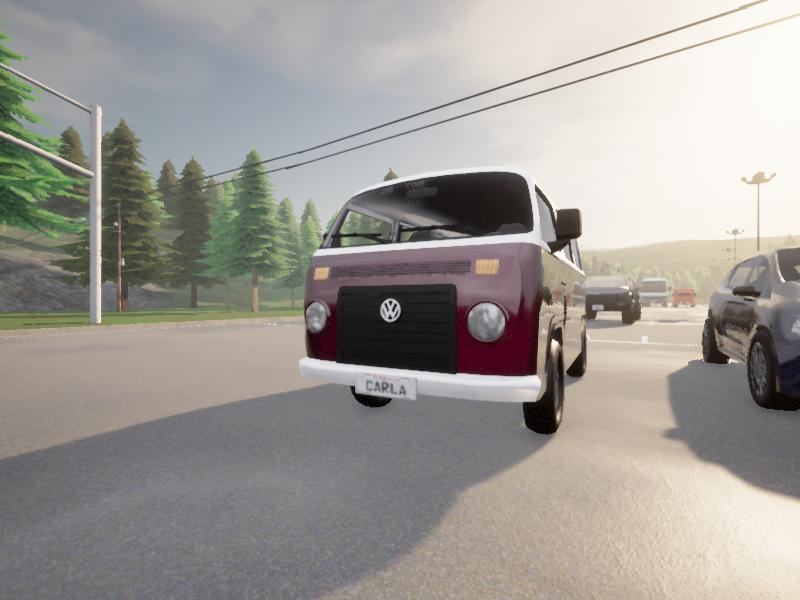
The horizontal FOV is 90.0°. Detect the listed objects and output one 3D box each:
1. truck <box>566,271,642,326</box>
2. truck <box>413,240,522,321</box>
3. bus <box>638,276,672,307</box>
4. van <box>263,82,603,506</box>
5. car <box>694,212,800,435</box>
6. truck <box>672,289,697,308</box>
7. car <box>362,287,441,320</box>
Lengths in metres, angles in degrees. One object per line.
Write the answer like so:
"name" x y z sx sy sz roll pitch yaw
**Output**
"truck" 9.577 -0.058 18.426 2.390 2.098 6.274 0 0 34
"truck" 4.276 -0.920 23.072 2.891 3.827 8.468 0 0 34
"bus" 38.711 -1.138 60.506 3.944 4.253 10.273 0 0 35
"van" 0.986 -0.028 4.387 2.069 2.038 4.480 0 0 29
"car" 5.017 0.152 4.494 2.242 1.667 4.611 0 1 30
"truck" 37.821 -0.256 53.259 2.627 2.467 5.204 0 1 35
"car" 0.211 0.181 23.284 2.152 1.651 5.027 0 0 34
